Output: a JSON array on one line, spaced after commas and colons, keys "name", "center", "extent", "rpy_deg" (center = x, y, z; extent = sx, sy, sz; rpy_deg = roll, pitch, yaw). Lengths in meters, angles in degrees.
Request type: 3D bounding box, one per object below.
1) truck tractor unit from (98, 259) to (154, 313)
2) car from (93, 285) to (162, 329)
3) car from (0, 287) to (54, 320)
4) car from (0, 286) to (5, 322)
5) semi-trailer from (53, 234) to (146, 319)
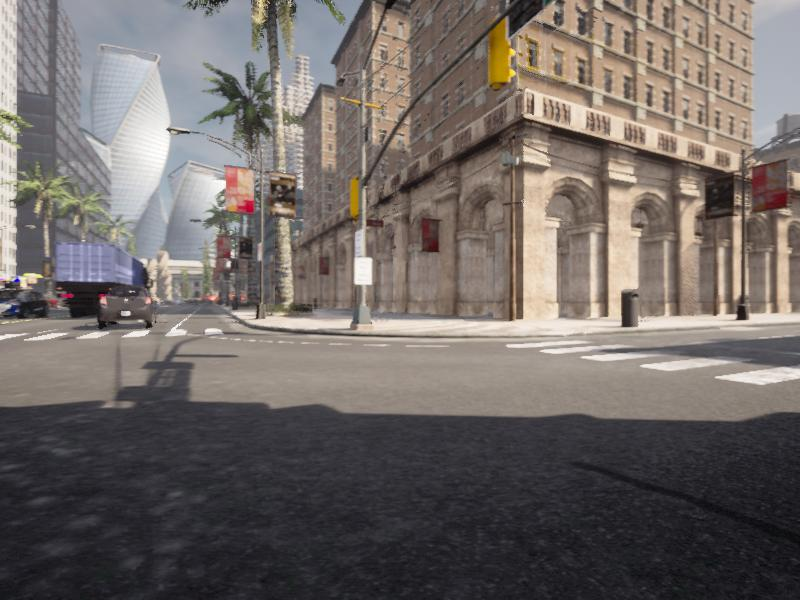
[{"name": "truck tractor unit", "center": [-23.613, -1.083, 34.828], "extent": [3.053, 4.208, 6.516], "rpy_deg": [0, 0, -25]}, {"name": "car", "center": [-10.489, 0.243, 15.633], "extent": [1.845, 1.501, 3.633], "rpy_deg": [0, 0, -28]}, {"name": "car", "center": [-21.665, 0.191, 22.568], "extent": [2.033, 1.649, 4.856], "rpy_deg": [0, 0, -25]}, {"name": "car", "center": [-18.727, 0.161, 16.397], "extent": [2.242, 1.667, 4.611], "rpy_deg": [0, 0, -26]}, {"name": "semi-trailer", "center": [-20.069, -1.191, 27.752], "extent": [2.717, 4.402, 14.254], "rpy_deg": [0, 0, -27]}]
